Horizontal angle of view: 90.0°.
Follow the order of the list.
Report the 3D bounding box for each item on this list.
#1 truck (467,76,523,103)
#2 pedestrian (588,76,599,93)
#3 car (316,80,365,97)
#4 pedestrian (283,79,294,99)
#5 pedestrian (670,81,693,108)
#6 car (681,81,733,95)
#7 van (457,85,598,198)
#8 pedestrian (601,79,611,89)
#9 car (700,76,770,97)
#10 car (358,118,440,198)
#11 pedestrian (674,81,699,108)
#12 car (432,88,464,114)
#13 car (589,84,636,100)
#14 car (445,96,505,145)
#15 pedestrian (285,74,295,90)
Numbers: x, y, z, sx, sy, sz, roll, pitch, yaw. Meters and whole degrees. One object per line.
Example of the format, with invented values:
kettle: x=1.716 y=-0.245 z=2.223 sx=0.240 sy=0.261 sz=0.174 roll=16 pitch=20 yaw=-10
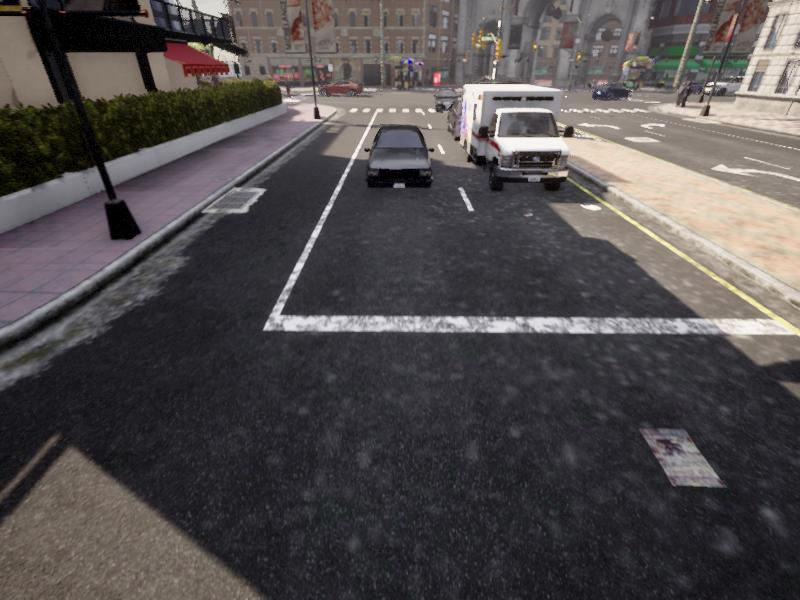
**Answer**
truck: x=9.347 y=-21.236 z=40.222 sx=2.390 sy=2.098 sz=6.274 roll=-10 pitch=32 yaw=-17
pedestrian: x=25.090 y=-27.927 z=51.852 sx=0.751 sy=1.860 sz=0.751 roll=3 pitch=30 yaw=5
car: x=-6.771 y=-24.266 z=45.867 sx=5.027 sy=1.651 sz=2.152 roll=3 pitch=30 yaw=5
pedestrian: x=-11.550 y=-21.830 z=41.415 sx=0.751 sy=1.860 sz=0.751 roll=0 pitch=30 yaw=1
pedestrian: x=22.203 y=-16.237 z=31.569 sx=0.751 sy=1.860 sz=0.751 roll=-20 pitch=36 yaw=-31
car: x=37.484 y=-25.935 z=48.913 sx=4.674 sy=1.442 sz=1.812 roll=0 pitch=30 yaw=0
van: x=3.479 y=-5.369 z=12.773 sx=2.351 sy=2.431 sz=6.366 roll=0 pitch=30 yaw=0
pedestrian: x=29.434 y=-30.842 z=57.090 sx=0.751 sy=1.300 sz=0.751 roll=25 pitch=38 yaw=35
car: x=38.099 y=-24.401 z=45.695 sx=5.566 sy=2.045 sz=2.150 roll=0 pitch=30 yaw=1
car: x=-0.019 y=-4.690 z=12.634 sx=2.033 sy=1.411 sz=5.357 roll=0 pitch=30 yaw=0
pedestrian: x=22.223 y=-15.931 z=31.045 sx=0.751 sy=1.860 sz=0.751 roll=-5 pitch=31 yaw=-8
car: x=3.595 y=-15.408 z=30.837 sx=2.128 sy=1.511 sz=4.902 roll=1 pitch=30 yaw=2
car: x=22.326 y=-21.900 z=42.085 sx=4.181 sy=1.385 sz=1.994 roll=-15 pitch=33 yaw=-24
car: x=3.476 y=-8.898 z=19.596 sx=2.033 sy=1.649 sz=4.856 roll=0 pitch=30 yaw=0
pedestrian: x=-14.864 y=-29.404 z=54.057 sx=0.751 sy=1.860 sz=0.751 roll=9 pitch=32 yaw=16
